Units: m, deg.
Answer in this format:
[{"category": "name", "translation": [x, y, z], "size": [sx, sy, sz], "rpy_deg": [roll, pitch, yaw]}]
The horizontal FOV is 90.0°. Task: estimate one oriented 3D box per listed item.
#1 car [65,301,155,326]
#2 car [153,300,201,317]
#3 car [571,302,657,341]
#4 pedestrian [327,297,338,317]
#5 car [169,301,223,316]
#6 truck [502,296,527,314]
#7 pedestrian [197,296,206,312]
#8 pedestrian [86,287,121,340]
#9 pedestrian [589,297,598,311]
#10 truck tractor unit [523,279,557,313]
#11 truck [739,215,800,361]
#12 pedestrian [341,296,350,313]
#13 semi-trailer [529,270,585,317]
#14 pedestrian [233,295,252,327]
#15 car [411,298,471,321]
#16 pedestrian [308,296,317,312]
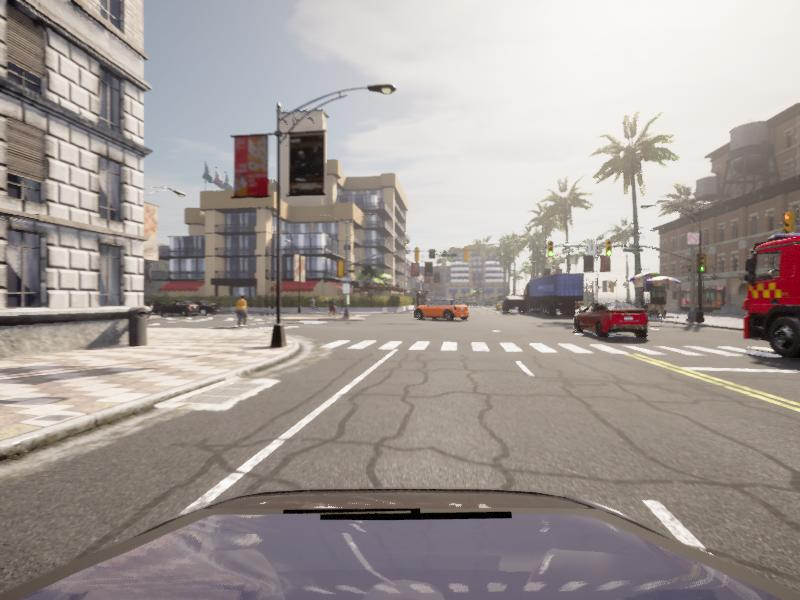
[{"category": "car", "translation": [-18.886, 0.840, 26.148], "size": [4.892, 1.490, 1.837], "rpy_deg": [0, 0, 8]}, {"category": "car", "translation": [-21.189, 0.812, 38.084], "size": [3.705, 1.549, 1.789], "rpy_deg": [0, 0, 8]}, {"category": "car", "translation": [9.484, 0.841, 18.198], "size": [2.007, 1.525, 4.514], "rpy_deg": [0, 0, 8]}, {"category": "pedestrian", "translation": [-6.215, 0.645, 36.923], "size": [0.751, 1.860, 0.751], "rpy_deg": [0, 0, 12]}, {"category": "car", "translation": [-21.185, 0.843, 41.618], "size": [4.892, 1.490, 1.837], "rpy_deg": [0, 0, 8]}, {"category": "truck", "translation": [14.311, 0.569, 50.332], "size": [2.390, 2.098, 6.274], "rpy_deg": [0, 0, 9]}, {"category": "pedestrian", "translation": [-24.483, 0.484, 49.325], "size": [0.751, 1.860, 0.751], "rpy_deg": [0, 0, 8]}, {"category": "pedestrian", "translation": [-10.774, 0.482, 14.560], "size": [0.751, 1.860, 0.751], "rpy_deg": [0, 0, 25]}, {"category": "pedestrian", "translation": [25.541, 0.521, 52.721], "size": [0.751, 1.860, 0.751], "rpy_deg": [0, 0, -29]}, {"category": "truck tractor unit", "translation": [18.174, -0.483, 52.444], "size": [3.053, 4.208, 6.516], "rpy_deg": [0, 0, 8]}, {"category": "truck", "translation": [11.611, -0.309, 8.361], "size": [2.891, 3.827, 8.468], "rpy_deg": [0, 0, 9]}, {"category": "pedestrian", "translation": [-6.185, 0.496, 45.240], "size": [0.751, 1.860, 0.751], "rpy_deg": [0, 0, 14]}, {"category": "semi-trailer", "translation": [17.010, -0.590, 44.615], "size": [2.717, 4.402, 14.254], "rpy_deg": [0, 0, 8]}, {"category": "pedestrian", "translation": [-9.176, 0.639, 23.287], "size": [0.751, 1.860, 0.751], "rpy_deg": [0, 0, 14]}, {"category": "car", "translation": [3.243, 0.708, 32.173], "size": [2.097, 1.767, 4.553], "rpy_deg": [0, 0, -45]}, {"category": "pedestrian", "translation": [-10.385, 0.493, 47.419], "size": [0.751, 1.860, 0.751], "rpy_deg": [0, 0, 8]}]
